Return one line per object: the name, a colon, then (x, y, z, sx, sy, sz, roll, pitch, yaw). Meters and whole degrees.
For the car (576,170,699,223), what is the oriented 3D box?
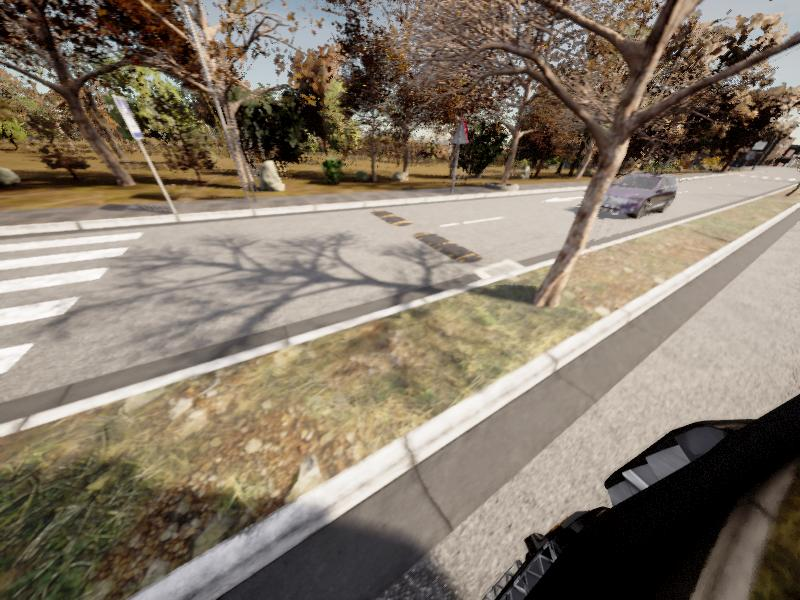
car: (10.660, -4.824, 10.403, 4.856, 1.649, 2.033, -16, 38, -26)
